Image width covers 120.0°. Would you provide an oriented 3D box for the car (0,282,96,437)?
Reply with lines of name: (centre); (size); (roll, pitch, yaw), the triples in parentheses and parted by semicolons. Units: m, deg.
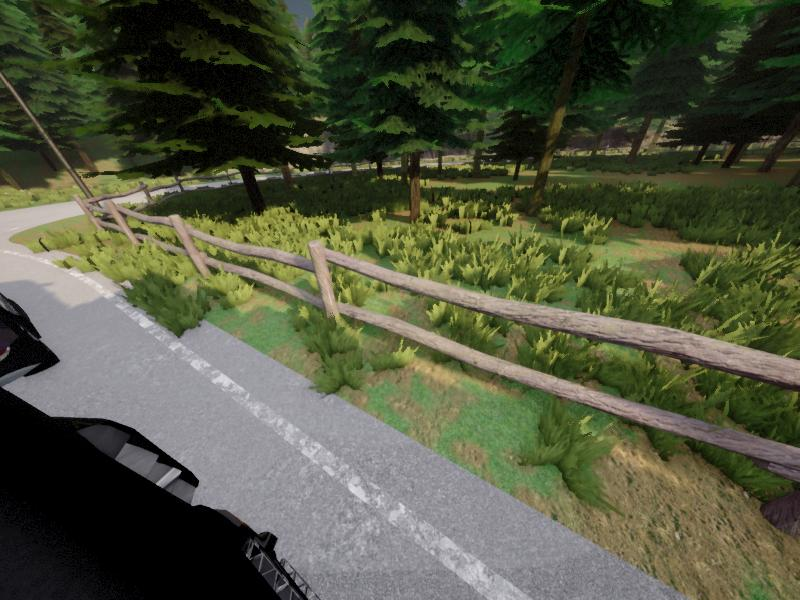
car: (-6.247, 0.280, 2.535); (4.856, 1.649, 2.033); (14, 37, 24)
